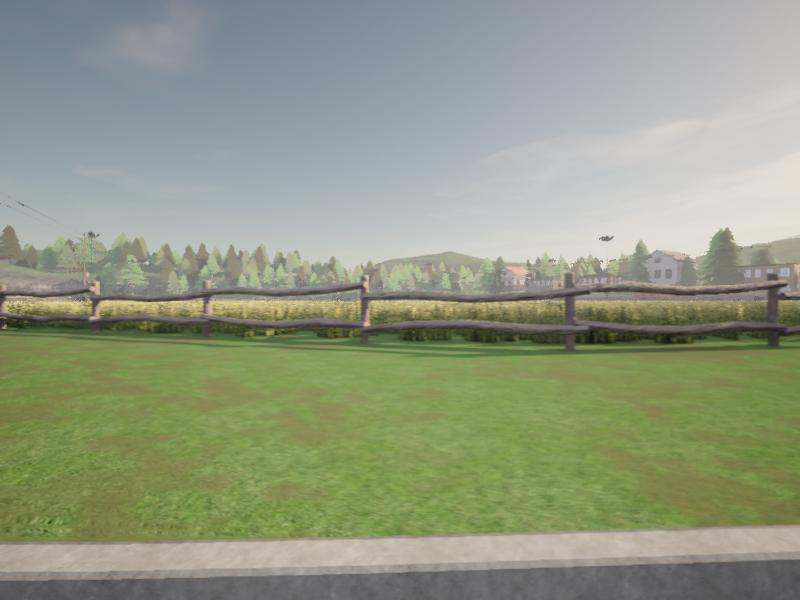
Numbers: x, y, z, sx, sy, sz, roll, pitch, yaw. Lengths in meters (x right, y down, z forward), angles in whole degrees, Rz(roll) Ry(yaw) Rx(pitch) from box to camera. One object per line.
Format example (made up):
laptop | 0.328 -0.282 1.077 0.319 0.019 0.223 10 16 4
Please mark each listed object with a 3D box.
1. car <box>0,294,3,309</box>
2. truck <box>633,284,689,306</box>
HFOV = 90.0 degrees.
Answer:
car | -42.561 0.197 40.519 1.930 1.638 5.238 0 0 -28
truck | 48.547 -0.930 74.836 2.891 3.827 8.468 0 0 -28
